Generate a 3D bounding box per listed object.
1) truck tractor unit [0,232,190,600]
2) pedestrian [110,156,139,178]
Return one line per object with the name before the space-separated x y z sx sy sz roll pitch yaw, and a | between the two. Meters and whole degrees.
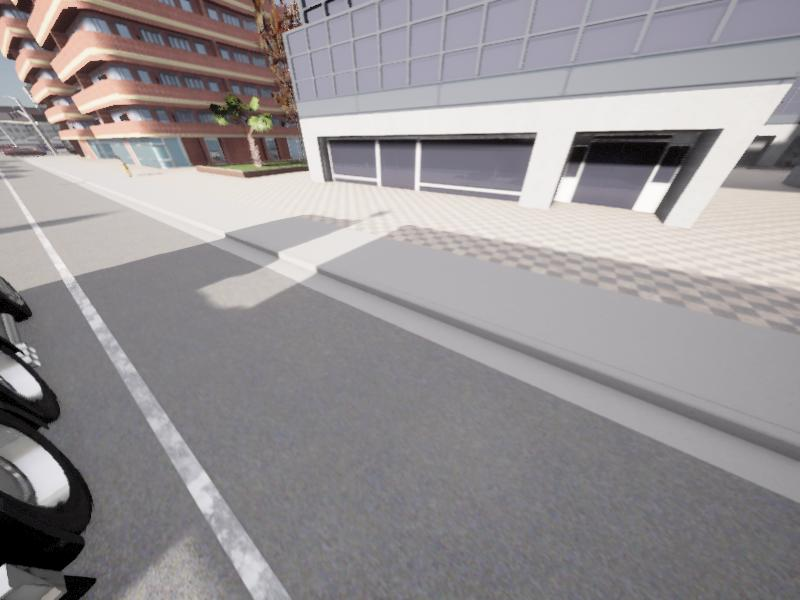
truck tractor unit | -5.055 -0.352 0.860 6.516 4.208 3.053 20 40 27
pedestrian | -19.358 -9.372 16.256 0.751 1.300 0.751 26 42 32
